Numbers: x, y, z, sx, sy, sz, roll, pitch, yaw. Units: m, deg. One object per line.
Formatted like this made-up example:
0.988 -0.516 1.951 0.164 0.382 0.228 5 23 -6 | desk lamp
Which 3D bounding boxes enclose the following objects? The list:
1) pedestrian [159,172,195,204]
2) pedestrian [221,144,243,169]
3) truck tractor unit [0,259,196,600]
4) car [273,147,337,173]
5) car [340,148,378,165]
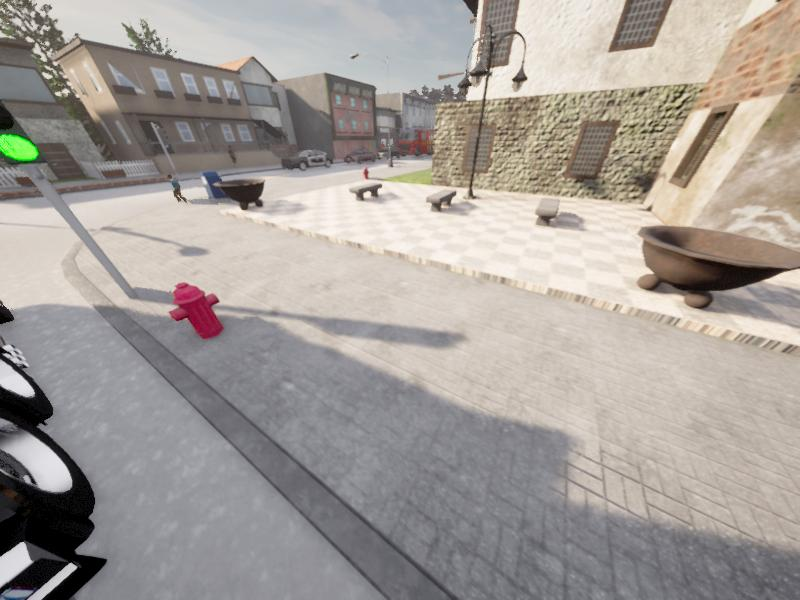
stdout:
-9.068 -4.578 9.438 0.500 1.100 0.500 12 37 17 | pedestrian
-15.026 -12.862 20.721 0.751 1.860 0.751 8 36 11 | pedestrian
-5.102 -0.310 0.790 6.516 4.208 3.053 19 39 25 | truck tractor unit
-8.501 -13.021 21.307 1.930 1.638 5.238 18 39 24 | car
-4.579 -16.627 26.682 1.994 1.385 4.181 19 39 25 | car
